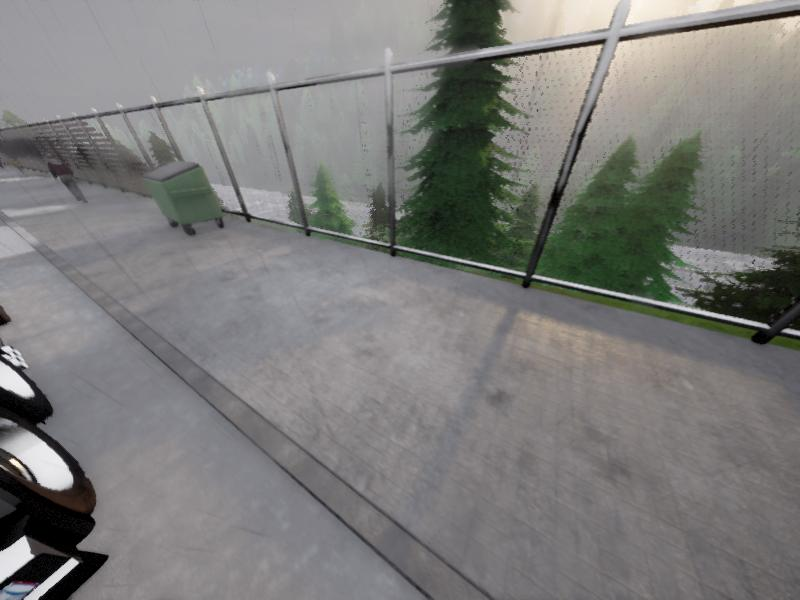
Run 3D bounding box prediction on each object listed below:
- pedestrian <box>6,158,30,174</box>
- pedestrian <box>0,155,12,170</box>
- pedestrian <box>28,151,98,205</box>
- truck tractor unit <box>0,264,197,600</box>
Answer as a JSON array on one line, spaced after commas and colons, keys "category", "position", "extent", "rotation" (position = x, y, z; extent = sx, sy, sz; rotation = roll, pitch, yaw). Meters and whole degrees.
[{"category": "pedestrian", "position": [-31.681, -11.100, 19.160], "extent": [0.500, 1.100, 0.500], "rotation": [19, 39, 26]}, {"category": "pedestrian", "position": [-39.134, -13.715, 22.340], "extent": [0.751, 1.860, 0.751], "rotation": [20, 40, 27]}, {"category": "pedestrian", "position": [-13.871, -5.045, 9.582], "extent": [0.751, 1.860, 0.751], "rotation": [18, 39, 24]}, {"category": "truck tractor unit", "position": [-5.121, -0.288, 0.786], "extent": [6.516, 4.208, 3.053], "rotation": [18, 39, 24]}]
